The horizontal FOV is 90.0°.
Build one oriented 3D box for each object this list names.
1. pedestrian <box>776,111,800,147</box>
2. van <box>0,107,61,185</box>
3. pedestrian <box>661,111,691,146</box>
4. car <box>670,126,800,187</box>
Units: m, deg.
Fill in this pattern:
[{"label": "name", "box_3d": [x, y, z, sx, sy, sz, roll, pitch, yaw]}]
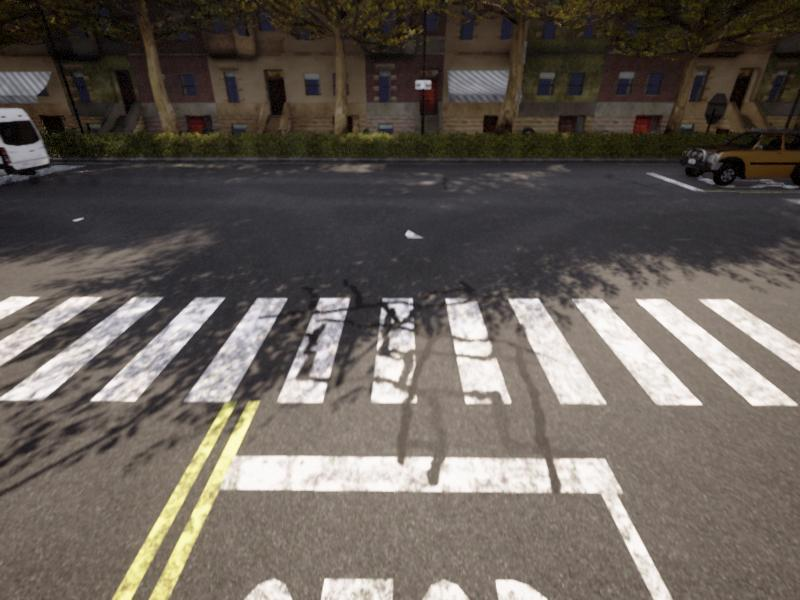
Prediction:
[{"label": "pedestrian", "box_3d": [23.044, -9.983, 23.361, 0.751, 1.860, 0.751, -1, 27, -2]}, {"label": "van", "box_3d": [-17.092, -5.889, 15.240, 5.915, 2.561, 1.988, 0, 27, 1]}, {"label": "pedestrian", "box_3d": [16.273, -10.114, 23.637, 0.751, 1.860, 0.751, 0, 27, 1]}, {"label": "car", "box_3d": [13.161, -5.331, 14.769, 4.605, 1.855, 1.932, 0, 27, 1]}]
